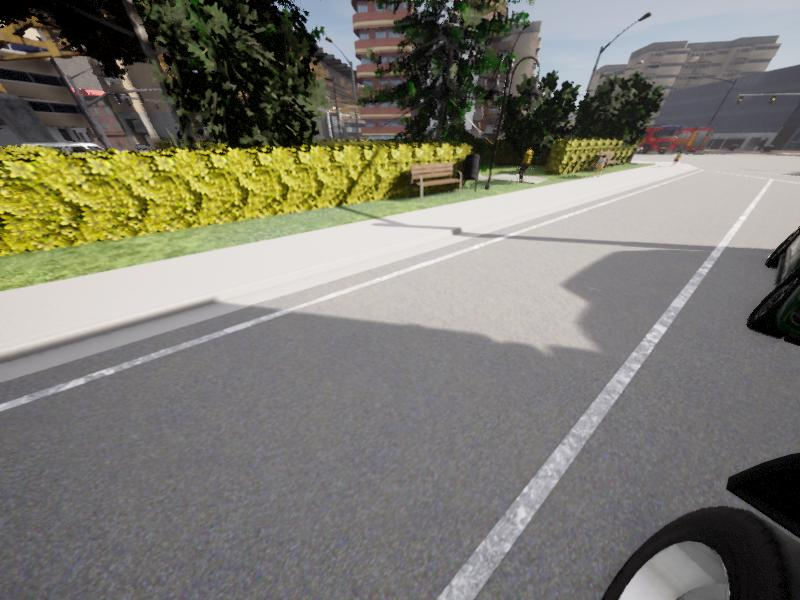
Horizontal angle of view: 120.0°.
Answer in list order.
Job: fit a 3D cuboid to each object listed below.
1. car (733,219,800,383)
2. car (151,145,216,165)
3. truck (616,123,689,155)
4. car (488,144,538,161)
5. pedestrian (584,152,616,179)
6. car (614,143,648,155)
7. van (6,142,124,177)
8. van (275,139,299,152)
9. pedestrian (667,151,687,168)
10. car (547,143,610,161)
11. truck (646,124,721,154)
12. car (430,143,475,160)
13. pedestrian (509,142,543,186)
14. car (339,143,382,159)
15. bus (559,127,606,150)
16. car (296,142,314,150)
[{"bbox_3d":[7.056,-0.555,2.871,5.566,2.045,2.150,-22,41,-28],"label":"car"},{"bbox_3d":[-24.095,-16.459,26.066,1.801,1.575,5.366,6,36,9],"label":"car"},{"bbox_3d":[40.184,-26.012,37.414,2.891,3.827,8.468,6,35,8],"label":"truck"},{"bbox_3d":[13.222,-17.493,27.345,4.792,1.488,2.163,6,36,9],"label":"car"},{"bbox_3d":[11.777,-7.907,13.614,0.751,1.300,0.751,-16,38,-22],"label":"pedestrian"},{"bbox_3d":[36.285,-23.898,36.428,1.970,1.475,3.806,6,35,9],"label":"car"},{"bbox_3d":[-25.835,-11.191,18.212,2.069,2.038,4.480,6,36,9],"label":"van"},{"bbox_3d":[-22.912,-31.570,47.097,2.069,2.038,4.480,6,36,9],"label":"van"},{"bbox_3d":[21.875,-11.118,18.264,0.500,1.100,0.500,-23,41,-29],"label":"pedestrian"},{"bbox_3d":[20.035,-16.831,26.234,5.027,1.651,2.152,6,36,9],"label":"car"},{"bbox_3d":[47.798,-27.534,39.597,2.891,3.827,8.468,6,35,8],"label":"truck"},{"bbox_3d":[6.391,-18.270,28.376,5.027,1.651,2.152,6,36,9],"label":"car"},{"bbox_3d":[6.441,-6.997,11.879,0.751,1.860,0.751,-13,37,-18],"label":"pedestrian"},{"bbox_3d":[-5.075,-19.492,30.193,5.027,1.651,2.152,6,36,9],"label":"car"},{"bbox_3d":[44.431,-39.640,56.919,3.944,4.253,10.273,4,35,5],"label":"bus"},{"bbox_3d":[-21.658,-35.230,52.863,1.994,1.385,4.181,6,36,9],"label":"car"}]
